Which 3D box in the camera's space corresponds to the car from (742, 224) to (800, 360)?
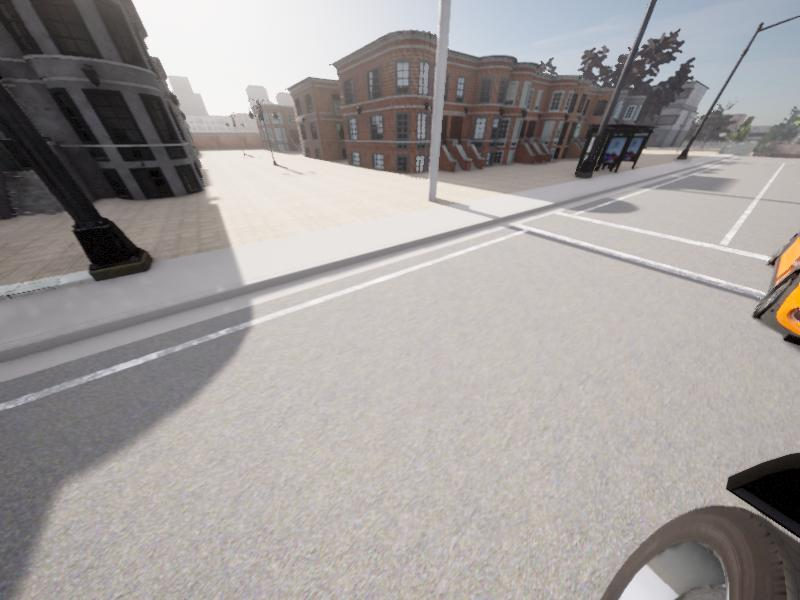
[{"bbox_3d":[7.127,-0.464,2.999,4.553,1.767,2.097,-22,41,-28],"label":"car"}]
